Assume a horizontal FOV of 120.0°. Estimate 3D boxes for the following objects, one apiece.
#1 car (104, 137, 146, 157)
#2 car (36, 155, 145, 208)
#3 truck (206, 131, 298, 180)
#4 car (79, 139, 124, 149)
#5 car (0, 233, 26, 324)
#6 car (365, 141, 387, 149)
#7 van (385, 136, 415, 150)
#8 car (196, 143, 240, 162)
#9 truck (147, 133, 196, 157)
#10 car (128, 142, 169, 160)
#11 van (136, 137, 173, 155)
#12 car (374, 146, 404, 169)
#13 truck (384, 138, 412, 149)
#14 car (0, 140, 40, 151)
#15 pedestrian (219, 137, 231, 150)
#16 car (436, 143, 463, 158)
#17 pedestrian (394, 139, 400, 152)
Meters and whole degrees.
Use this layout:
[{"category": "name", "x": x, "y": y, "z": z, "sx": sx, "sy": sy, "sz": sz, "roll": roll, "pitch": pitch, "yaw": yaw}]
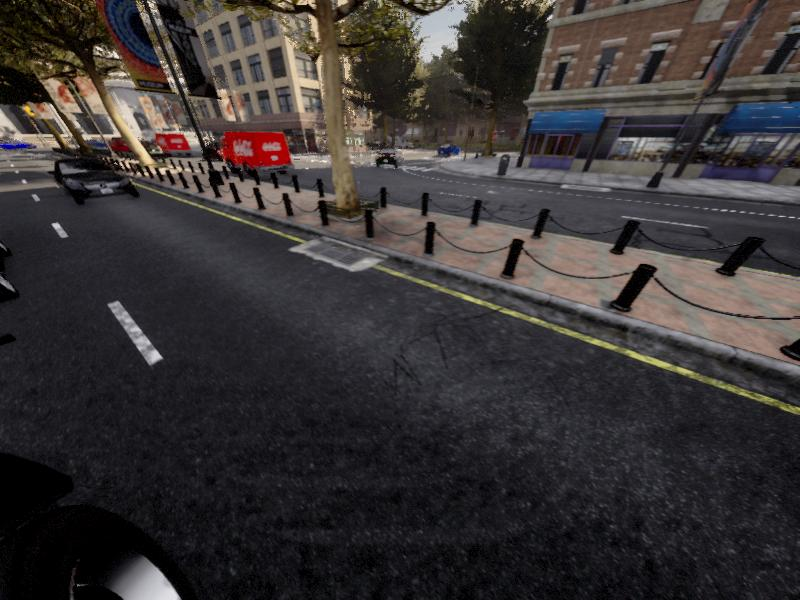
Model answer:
[{"category": "car", "x": -36.849, "y": -20.598, "z": 30.943, "sx": 5.566, "sy": 2.045, "sz": 2.150, "roll": 23, "pitch": 41, "yaw": 29}, {"category": "car", "x": -13.331, "y": -5.237, "z": 9.938, "sx": 4.674, "sy": 1.442, "sz": 1.812, "roll": 22, "pitch": 41, "yaw": 28}, {"category": "truck", "x": -9.990, "y": -9.935, "z": 15.741, "sx": 5.204, "sy": 2.467, "sz": 2.627, "roll": 22, "pitch": 41, "yaw": 28}, {"category": "car", "x": -58.083, "y": -30.445, "z": 45.027, "sx": 2.033, "sy": 1.649, "sz": 4.856, "roll": 22, "pitch": 41, "yaw": 28}, {"category": "car", "x": -8.195, "y": -0.746, "z": 3.584, "sx": 4.892, "sy": 1.490, "sz": 1.837, "roll": 22, "pitch": 41, "yaw": 28}, {"category": "car", "x": -5.754, "y": -36.905, "z": 54.845, "sx": 4.902, "sy": 1.511, "sz": 2.128, "roll": 22, "pitch": 41, "yaw": 28}, {"category": "van", "x": 0.014, "y": -34.957, "z": 51.348, "sx": 6.366, "sy": 2.431, "sz": 2.351, "roll": 22, "pitch": 41, "yaw": 27}, {"category": "car", "x": -19.621, "y": -15.979, "z": 24.958, "sx": 3.988, "sy": 1.617, "sz": 1.851, "roll": 20, "pitch": 40, "yaw": 26}, {"category": "truck", "x": -30.284, "y": -20.579, "z": 30.632, "sx": 5.204, "sy": 2.467, "sz": 2.627, "roll": 23, "pitch": 41, "yaw": 27}, {"category": "car", "x": -29.126, "y": -17.315, "z": 26.751, "sx": 3.988, "sy": 1.617, "sz": 1.851, "roll": 22, "pitch": 41, "yaw": 28}, {"category": "van", "x": -36.150, "y": -22.782, "z": 34.052, "sx": 4.480, "sy": 2.038, "sz": 2.069, "roll": 22, "pitch": 41, "yaw": 28}, {"category": "car", "x": -0.908, "y": -13.501, "z": 21.700, "sx": 2.038, "sy": 1.542, "sz": 4.974, "roll": 4, "pitch": 35, "yaw": 5}, {"category": "truck", "x": -0.573, "y": -37.524, "z": 55.267, "sx": 6.274, "sy": 2.098, "sz": 2.390, "roll": 22, "pitch": 41, "yaw": 27}, {"category": "car", "x": -63.851, "y": -25.648, "z": 38.308, "sx": 1.816, "sy": 1.474, "sz": 4.193, "roll": 22, "pitch": 41, "yaw": 28}, {"category": "pedestrian", "x": -30.867, "y": -27.589, "z": 40.770, "sx": 0.751, "sy": 1.860, "sz": 0.751, "roll": 19, "pitch": 39, "yaw": 25}, {"category": "car", "x": 7.142, "y": -21.498, "z": 33.118, "sx": 1.882, "sy": 1.535, "sz": 5.008, "roll": 21, "pitch": 40, "yaw": 27}, {"category": "pedestrian", "x": -0.541, "y": -26.375, "z": 39.365, "sx": 0.751, "sy": 1.860, "sz": 0.751, "roll": -27, "pitch": 44, "yaw": -33}]
